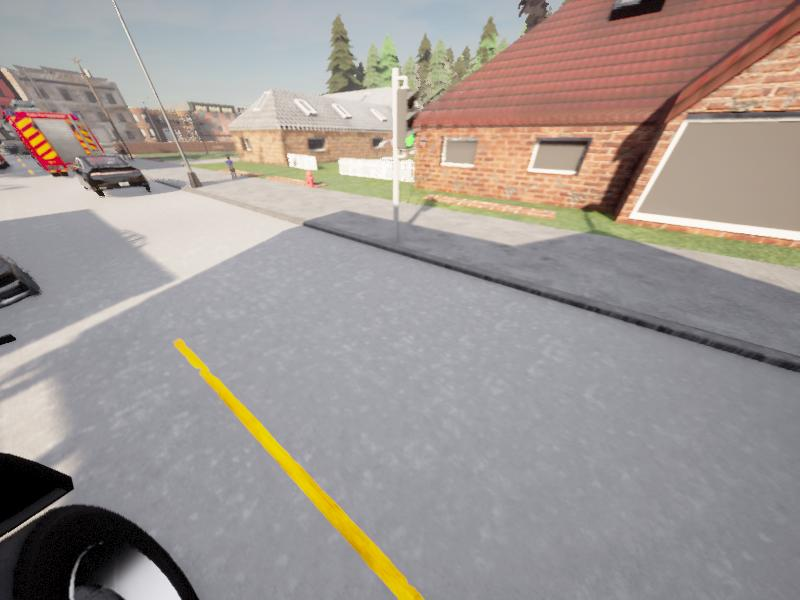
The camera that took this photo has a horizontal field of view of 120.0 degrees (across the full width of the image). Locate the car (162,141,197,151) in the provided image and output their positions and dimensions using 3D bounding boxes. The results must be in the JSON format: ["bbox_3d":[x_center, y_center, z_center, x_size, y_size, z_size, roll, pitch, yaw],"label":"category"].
[{"bbox_3d":[-41.971,-29.404,44.091,1.994,1.385,4.181,23,41,28],"label":"car"}]

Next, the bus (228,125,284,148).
[{"bbox_3d":[-35.009,-40.075,56.788,3.944,4.253,10.273,22,41,28],"label":"bus"}]

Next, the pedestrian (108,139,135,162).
[{"bbox_3d":[-27.431,-14.768,22.797,0.751,1.860,0.751,9,36,13],"label":"pedestrian"}]

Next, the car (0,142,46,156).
[{"bbox_3d":[-50.915,-20.338,31.058,3.806,1.475,1.970,10,36,13],"label":"car"}]

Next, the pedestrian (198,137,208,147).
[{"bbox_3d":[-45.307,-36.278,53.165,0.751,1.860,0.751,16,38,21],"label":"pedestrian"}]

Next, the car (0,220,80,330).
[{"bbox_3d":[-7.966,-0.665,3.476,4.902,1.511,2.128,16,38,21],"label":"car"}]

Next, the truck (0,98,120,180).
[{"bbox_3d":[-23.894,-11.051,16.070,8.468,3.827,2.891,22,41,28],"label":"truck"}]

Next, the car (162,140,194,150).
[{"bbox_3d":[-44.702,-31.266,46.502,1.851,1.617,3.988,22,41,28],"label":"car"}]

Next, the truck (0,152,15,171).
[{"bbox_3d":[-32.937,-11.377,17.634,5.204,2.467,2.627,22,41,28],"label":"truck"}]

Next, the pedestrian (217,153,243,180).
[{"bbox_3d":[-10.099,-7.950,13.755,0.751,1.300,0.751,-14,37,-19],"label":"pedestrian"}]

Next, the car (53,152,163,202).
[{"bbox_3d":[-13.935,-6.016,11.017,4.902,1.511,2.128,22,41,28],"label":"car"}]
